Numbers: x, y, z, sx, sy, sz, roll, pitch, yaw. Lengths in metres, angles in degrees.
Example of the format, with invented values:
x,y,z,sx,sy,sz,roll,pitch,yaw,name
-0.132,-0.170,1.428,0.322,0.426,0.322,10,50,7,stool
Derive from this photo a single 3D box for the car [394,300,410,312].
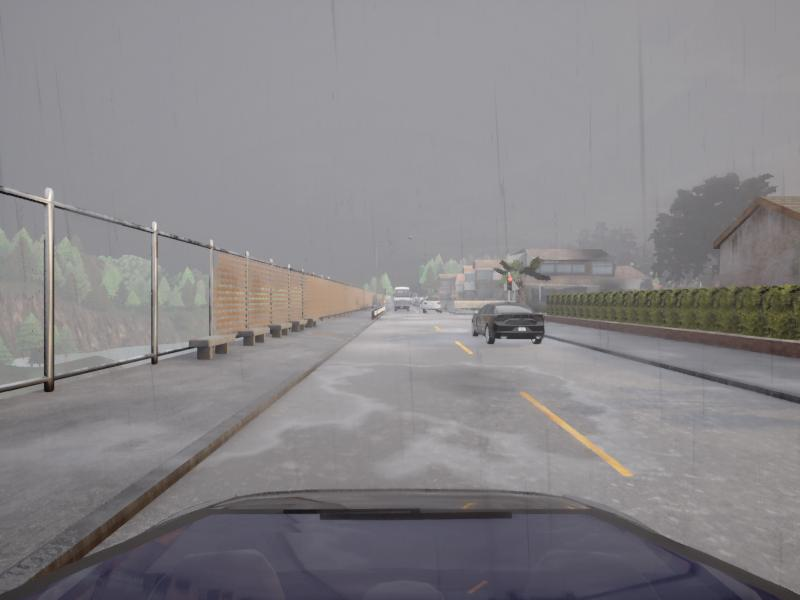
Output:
x,y,z,sx,sy,sz,roll,pitch,yaw,name
0.314,0.781,57.989,2.152,1.651,5.027,0,0,2,car

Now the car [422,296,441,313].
x,y,z,sx,sy,sz,roll,pitch,yaw,name
4.021,0.569,51.290,2.150,2.045,5.566,0,0,1,car

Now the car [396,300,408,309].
x,y,z,sx,sy,sz,roll,pitch,yaw,name
0.375,0.824,72.797,2.242,1.667,4.611,0,0,0,car

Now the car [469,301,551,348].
x,y,z,sx,sy,sz,roll,pitch,yaw,name
4.085,0.823,15.817,1.882,1.535,5.008,0,0,0,car

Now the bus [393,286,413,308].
x,y,z,sx,sy,sz,roll,pitch,yaw,name
0.551,-0.539,83.810,3.944,4.253,10.273,0,0,0,bus

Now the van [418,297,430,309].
x,y,z,sx,sy,sz,roll,pitch,yaw,name
4.376,0.574,73.215,2.069,2.038,4.480,0,0,0,van
